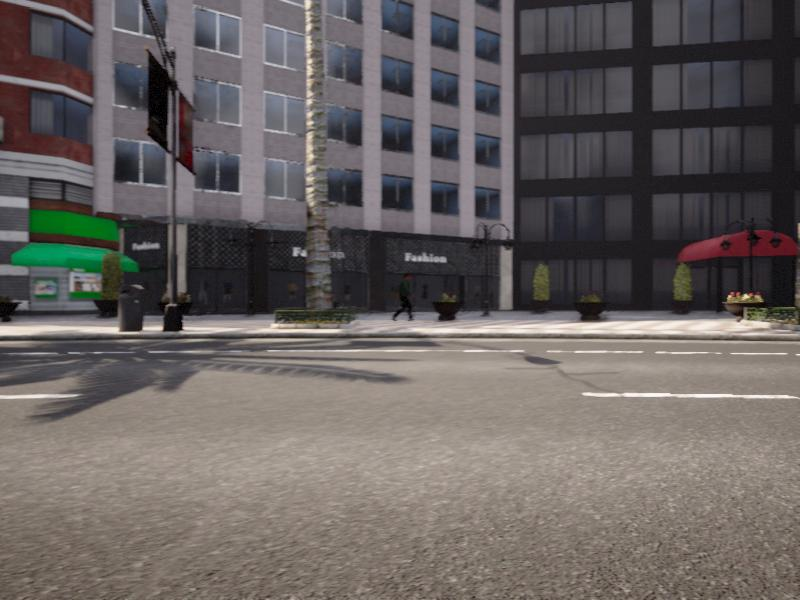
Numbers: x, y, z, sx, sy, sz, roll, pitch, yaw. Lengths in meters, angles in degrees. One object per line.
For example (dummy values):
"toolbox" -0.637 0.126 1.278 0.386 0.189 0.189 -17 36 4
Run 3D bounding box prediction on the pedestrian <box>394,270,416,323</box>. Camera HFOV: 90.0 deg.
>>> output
"pedestrian" 0.187 -0.130 14.443 0.751 1.860 0.751 0 0 1
